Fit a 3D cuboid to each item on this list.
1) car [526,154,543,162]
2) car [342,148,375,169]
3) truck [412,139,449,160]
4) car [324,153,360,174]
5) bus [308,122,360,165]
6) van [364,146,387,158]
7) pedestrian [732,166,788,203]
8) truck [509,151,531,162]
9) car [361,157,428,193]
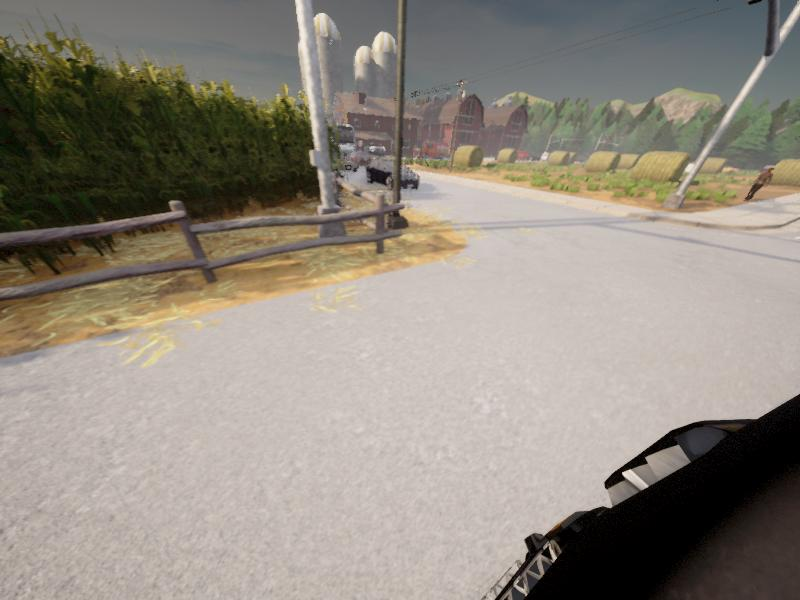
[{"bbox_3d":[41.153,-43.515,70.749,4.605,1.855,1.932,-17,38,-27],"label":"car"},{"bbox_3d":[-4.793,-16.278,26.563,2.097,1.767,4.553,-16,38,-26],"label":"car"},{"bbox_3d":[7.473,-36.394,55.895,8.468,3.827,2.891,-17,38,-27],"label":"truck"},{"bbox_3d":[-5.590,-13.039,22.004,1.994,1.385,4.181,-16,38,-26],"label":"car"},{"bbox_3d":[-9.478,-21.849,32.420,3.944,4.253,10.273,-16,38,-25],"label":"bus"},{"bbox_3d":[-5.269,-31.805,49.694,4.480,2.038,2.069,-17,38,-26],"label":"van"},{"bbox_3d":[20.847,-6.683,13.421,0.751,1.860,0.751,-7,35,-15],"label":"pedestrian"},{"bbox_3d":[34.985,-41.891,67.330,5.204,2.467,2.627,-17,38,-27],"label":"truck"},{"bbox_3d":[-0.574,-8.164,14.892,2.163,1.488,4.792,-16,38,-26],"label":"car"}]
